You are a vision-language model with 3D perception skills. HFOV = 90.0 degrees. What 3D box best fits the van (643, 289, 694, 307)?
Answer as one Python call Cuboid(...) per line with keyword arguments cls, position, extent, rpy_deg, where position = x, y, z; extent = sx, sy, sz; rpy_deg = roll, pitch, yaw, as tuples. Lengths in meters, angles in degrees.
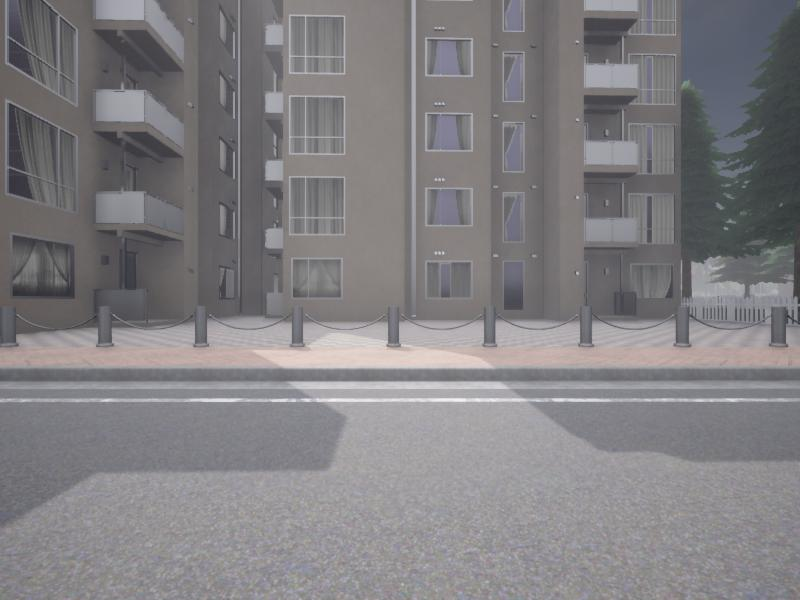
Cuboid(cls="van", position=(38.383, -0.274, 57.290), extent=(5.915, 2.561, 1.988), rpy_deg=(0, 0, -1))
